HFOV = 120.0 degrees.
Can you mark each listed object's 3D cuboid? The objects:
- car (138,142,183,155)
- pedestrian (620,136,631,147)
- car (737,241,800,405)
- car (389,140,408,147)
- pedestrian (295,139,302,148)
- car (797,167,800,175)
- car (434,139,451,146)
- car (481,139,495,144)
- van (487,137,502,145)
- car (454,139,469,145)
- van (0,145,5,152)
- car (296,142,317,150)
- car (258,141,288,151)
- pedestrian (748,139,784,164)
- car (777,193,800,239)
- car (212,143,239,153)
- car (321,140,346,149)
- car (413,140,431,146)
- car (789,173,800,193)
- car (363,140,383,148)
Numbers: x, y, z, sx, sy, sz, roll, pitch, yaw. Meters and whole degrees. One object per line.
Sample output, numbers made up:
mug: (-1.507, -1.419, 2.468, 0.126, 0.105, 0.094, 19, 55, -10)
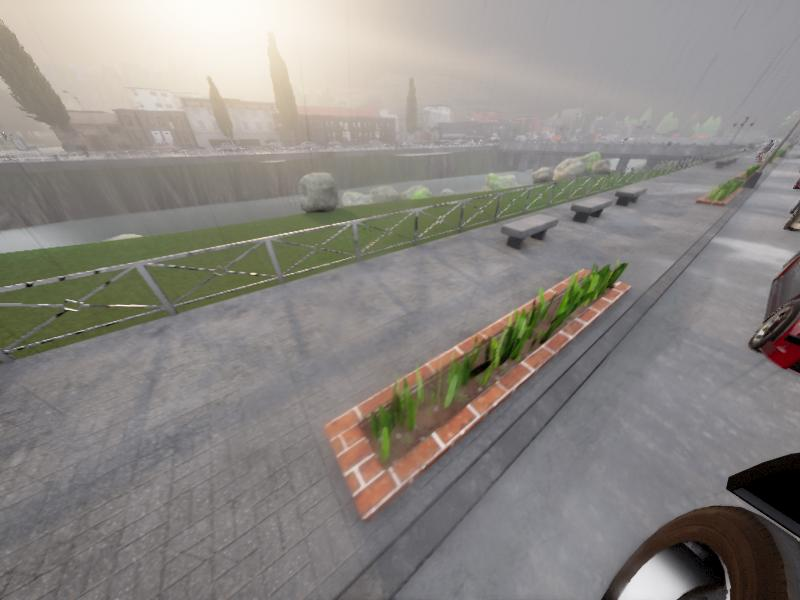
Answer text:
car: (-41.887, -26.650, 40.614, 5.027, 1.651, 2.152, -22, 41, -28)
pedestrian: (48.072, -33.744, 49.268, 0.751, 1.860, 0.751, -18, 39, -23)
car: (6.140, 0.082, 2.552, 4.181, 1.385, 1.994, -22, 41, -28)
car: (-0.347, -43.582, 64.302, 4.974, 1.542, 2.038, -22, 41, -28)
pedestrian: (-24.892, -38.303, 56.589, 0.751, 1.860, 0.751, 22, 41, 29)
car: (29.711, -9.568, 15.945, 4.193, 1.474, 1.816, -22, 41, -28)
car: (13.334, -49.183, 72.085, 5.238, 1.638, 1.930, -22, 41, -28)
car: (31.241, -56.431, 82.330, 4.892, 1.490, 1.837, -22, 41, -28)
van: (32.316, -54.271, 78.800, 4.480, 2.038, 2.069, -22, 41, -28)
car: (20.385, -52.003, 76.143, 4.892, 1.490, 1.837, -22, 41, -28)
van: (-89.232, -33.258, 49.537, 1.988, 2.561, 5.915, -22, 41, -28)
car: (-21.228, -35.017, 52.432, 3.806, 1.475, 1.970, -22, 41, -28)
car: (-26.944, -32.754, 49.129, 5.238, 1.638, 1.930, -22, 41, -28)
pedestrian: (32.273, -13.128, 20.413, 0.751, 1.860, 0.751, 23, 41, 29)
car: (12.772, -2.684, 6.282, 4.514, 1.525, 2.007, -22, 41, -28)
car: (-34.031, -29.795, 45.135, 3.806, 1.475, 1.970, -22, 41, -28)
car: (-15.959, -37.232, 55.387, 5.238, 1.638, 1.930, -22, 41, -27)
car: (6.487, -46.347, 68.212, 5.008, 1.535, 1.882, -22, 41, -28)
car: (21.277, -6.150, 11.125, 4.514, 1.525, 2.007, -22, 41, -28)
car: (-7.053, -40.870, 60.464, 4.856, 1.649, 2.033, -22, 41, -28)
